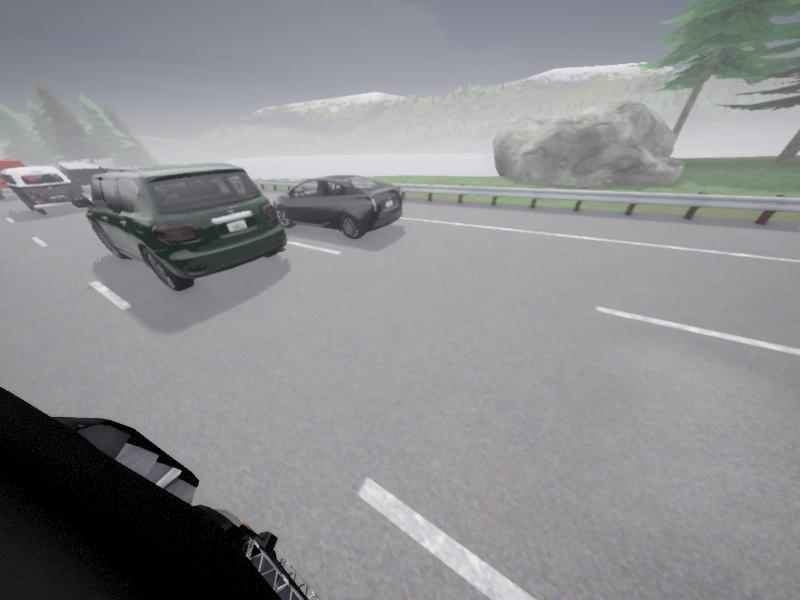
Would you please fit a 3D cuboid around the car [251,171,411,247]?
[{"bbox_3d":[-2.137,-3.095,7.317,4.514,1.525,2.007,16,38,26],"label":"car"}]

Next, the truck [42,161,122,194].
[{"bbox_3d":[-27.294,-10.593,19.816,6.274,2.098,2.390,16,38,26],"label":"truck"}]

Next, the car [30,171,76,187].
[{"bbox_3d":[-38.813,-13.589,25.846,4.718,1.301,1.895,16,38,26],"label":"car"}]

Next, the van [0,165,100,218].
[{"bbox_3d":[-18.767,-5.854,12.185,4.480,2.038,2.069,17,38,25],"label":"van"}]

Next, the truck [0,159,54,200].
[{"bbox_3d":[-30.814,-9.512,18.118,5.204,2.467,2.627,16,38,26],"label":"truck"}]

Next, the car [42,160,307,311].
[{"bbox_3d":[-5.141,-1.918,5.310,5.566,2.045,2.150,17,39,27],"label":"car"}]

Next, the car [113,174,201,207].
[{"bbox_3d":[-14.068,-6.445,13.389,4.718,1.301,1.895,16,38,26],"label":"car"}]

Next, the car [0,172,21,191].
[{"bbox_3d":[-42.156,-12.377,24.117,4.193,1.474,1.816,16,38,26],"label":"car"}]
